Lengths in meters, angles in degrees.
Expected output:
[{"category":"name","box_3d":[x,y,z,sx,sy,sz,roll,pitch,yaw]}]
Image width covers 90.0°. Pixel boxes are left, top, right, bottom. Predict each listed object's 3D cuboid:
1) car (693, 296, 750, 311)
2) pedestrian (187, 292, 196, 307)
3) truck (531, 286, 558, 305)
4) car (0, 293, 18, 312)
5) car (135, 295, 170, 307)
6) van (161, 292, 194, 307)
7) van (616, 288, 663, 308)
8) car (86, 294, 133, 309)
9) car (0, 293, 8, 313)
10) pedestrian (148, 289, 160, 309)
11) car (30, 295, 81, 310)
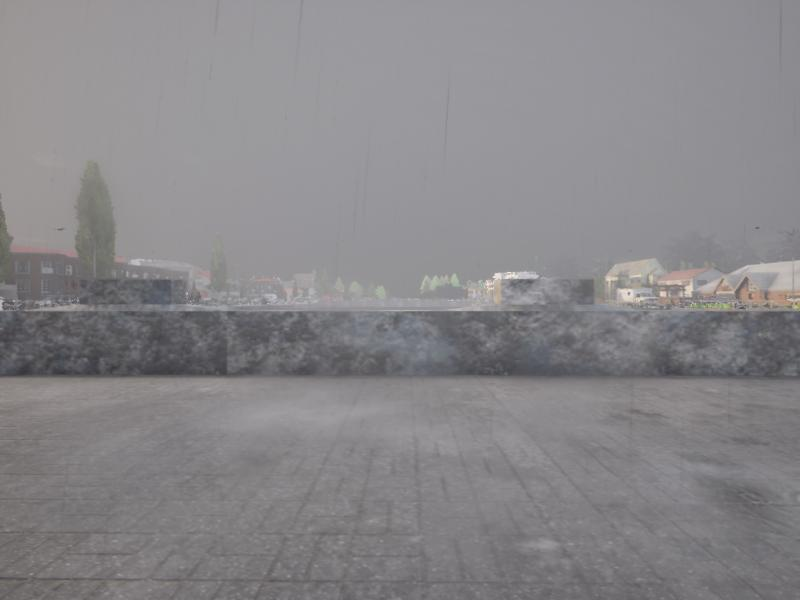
[{"category":"car","box_3d":[30.281,0.298,37.853,1.994,1.385,4.181,0,0,1]},{"category":"pedestrian","box_3d":[-24.971,-0.056,47.940,0.751,1.860,0.751,0,0,4]},{"category":"truck","box_3d":[30.898,-0.934,86.001,2.891,3.827,8.468,0,0,1]},{"category":"car","box_3d":[-35.434,0.184,33.428,1.930,1.638,5.238,0,0,1]},{"category":"car","box_3d":[-35.139,0.193,56.958,2.033,1.649,4.856,0,0,1]},{"category":"van","box_3d":[-31.152,-0.017,56.065,2.069,2.038,4.480,0,0,1]},{"category":"van","box_3d":[30.452,-0.232,51.158,2.351,2.431,6.366,0,0,1]},{"category":"car","box_3d":[-35.242,0.185,48.702,1.930,1.638,5.238,0,0,1]},{"category":"car","box_3d":[-31.491,0.240,28.795,2.007,1.525,4.514,0,0,1]},{"category":"pedestrian","box_3d":[-23.260,-0.056,37.804,0.751,1.860,0.751,0,0,-6]},{"category":"car","box_3d":[-35.336,0.266,41.202,1.970,1.475,3.806,0,0,1]}]
